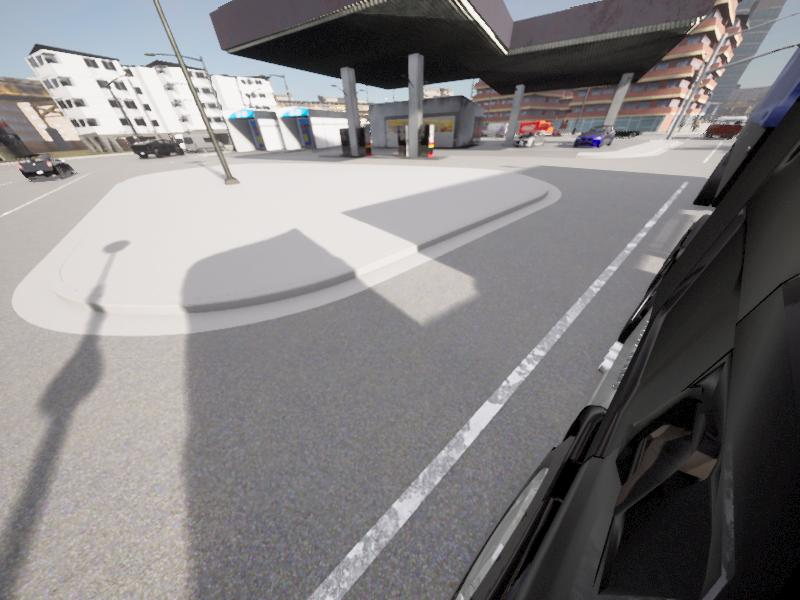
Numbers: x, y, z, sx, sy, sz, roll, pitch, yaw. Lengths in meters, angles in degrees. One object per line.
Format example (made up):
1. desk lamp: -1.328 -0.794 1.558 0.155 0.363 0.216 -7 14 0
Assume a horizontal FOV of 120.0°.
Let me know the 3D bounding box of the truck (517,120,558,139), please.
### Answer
1. truck: 24.209 -30.248 41.037 2.627 2.467 5.204 -29 43 -31

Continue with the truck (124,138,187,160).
1. truck: -32.888 -20.668 31.503 2.390 2.098 6.274 -5 37 -3

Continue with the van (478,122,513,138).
1. van: 20.137 -36.030 49.070 2.351 2.431 6.366 -29 44 -31

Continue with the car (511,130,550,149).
1. car: 14.242 -17.542 25.163 3.806 1.475 1.970 -28 44 -30

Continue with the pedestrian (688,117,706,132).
1. pedestrian: 47.692 -28.129 37.101 0.751 1.860 0.751 1 37 4

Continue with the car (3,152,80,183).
1. car: -26.067 -9.857 17.031 1.845 1.501 3.633 -26 43 -28

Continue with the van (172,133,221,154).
1. van: -35.083 -27.268 40.153 1.988 2.561 5.915 6 37 12

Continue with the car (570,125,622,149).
1. car: 18.549 -15.478 21.876 4.611 1.667 2.242 -28 44 -30

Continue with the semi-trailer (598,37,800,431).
1. semi-trailer: 8.669 -3.604 4.286 14.254 4.402 2.717 -28 44 -30

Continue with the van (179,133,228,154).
1. van: -32.058 -25.836 38.057 1.988 2.561 5.915 5 37 9

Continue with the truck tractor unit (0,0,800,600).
1. truck tractor unit: 2.645 -0.295 0.351 6.516 4.208 3.053 -28 44 -30

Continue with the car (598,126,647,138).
1. car: 32.410 -24.486 33.786 1.895 1.301 4.718 -29 44 -31

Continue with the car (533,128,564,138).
1. car: 27.325 -30.961 42.735 1.994 1.385 4.181 -29 44 -31

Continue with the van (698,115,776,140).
1. van: 36.547 -18.857 25.348 2.069 2.038 4.480 6 37 8

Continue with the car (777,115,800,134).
1. car: 51.783 -22.924 30.130 3.866 1.878 1.905 -28 44 -31
